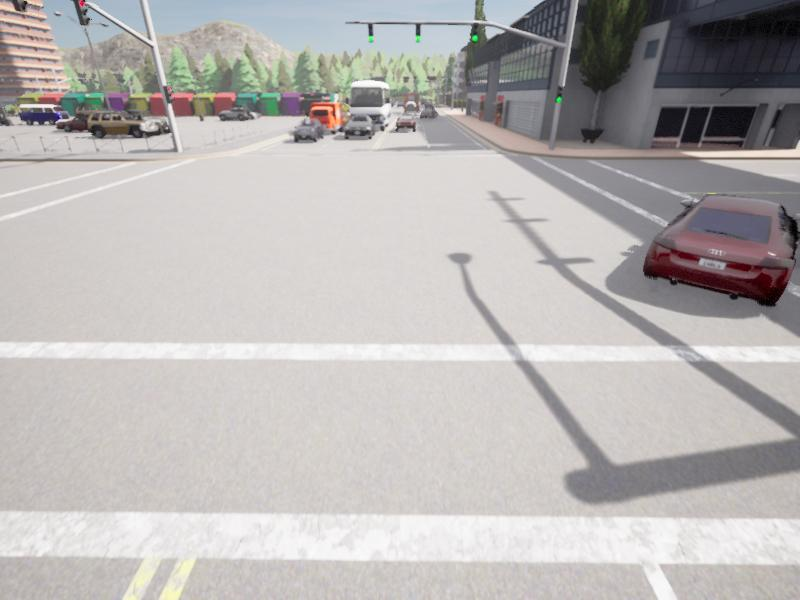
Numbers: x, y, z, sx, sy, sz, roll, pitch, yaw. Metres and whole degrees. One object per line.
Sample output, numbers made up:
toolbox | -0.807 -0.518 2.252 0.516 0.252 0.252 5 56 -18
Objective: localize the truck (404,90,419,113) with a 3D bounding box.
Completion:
truck | 2.267 -38.769 78.222 2.891 3.827 8.468 1 27 2

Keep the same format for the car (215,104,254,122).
car | -20.765 -23.531 50.314 3.866 1.878 1.905 0 27 1

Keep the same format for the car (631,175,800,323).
car | 6.292 -1.278 7.641 1.994 1.385 4.181 22 34 37

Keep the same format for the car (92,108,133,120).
car | -38.186 -24.728 53.159 3.905 1.438 1.784 0 27 1

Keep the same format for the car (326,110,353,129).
car | -6.271 -19.080 42.236 1.801 1.575 5.366 1 27 2

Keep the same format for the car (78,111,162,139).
car | -21.044 -13.277 30.268 4.605 1.855 1.932 0 27 1

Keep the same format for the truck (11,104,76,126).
truck | -38.323 -19.938 43.127 4.478 2.038 2.069 0 27 1

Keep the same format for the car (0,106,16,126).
car | -44.702 -19.874 43.234 3.866 1.878 1.905 0 27 1

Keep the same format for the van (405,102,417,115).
van | 1.905 -33.590 70.076 2.069 2.038 4.480 1 27 2

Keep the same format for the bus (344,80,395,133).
bus | -2.706 -19.559 40.231 3.944 4.253 10.273 1 27 2

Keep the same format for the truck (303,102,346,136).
truck | -6.539 -16.085 35.408 2.627 2.467 5.204 1 27 2

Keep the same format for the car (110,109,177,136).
car | -20.956 -14.593 32.845 3.866 1.878 1.905 0 27 1

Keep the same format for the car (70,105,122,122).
car | -38.284 -23.596 50.486 4.605 1.855 1.932 0 27 1

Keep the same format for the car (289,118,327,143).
car | -6.721 -12.572 29.574 1.845 1.501 3.633 0 27 1

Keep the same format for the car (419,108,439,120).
car | 4.166 -26.534 56.982 2.033 1.411 5.357 6 28 12

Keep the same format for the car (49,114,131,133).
car | -27.364 -15.649 35.439 5.357 1.415 2.033 0 27 1

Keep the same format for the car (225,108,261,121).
car | -20.720 -24.636 53.000 3.806 1.475 1.970 0 27 1

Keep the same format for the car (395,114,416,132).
car | 0.615 -17.393 39.232 1.895 1.301 4.718 1 27 2

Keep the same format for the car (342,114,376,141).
car | -3.168 -13.906 32.069 2.152 1.651 5.027 0 27 1

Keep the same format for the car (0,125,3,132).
car | -38.390 -15.684 35.553 3.806 1.475 1.970 0 27 1
